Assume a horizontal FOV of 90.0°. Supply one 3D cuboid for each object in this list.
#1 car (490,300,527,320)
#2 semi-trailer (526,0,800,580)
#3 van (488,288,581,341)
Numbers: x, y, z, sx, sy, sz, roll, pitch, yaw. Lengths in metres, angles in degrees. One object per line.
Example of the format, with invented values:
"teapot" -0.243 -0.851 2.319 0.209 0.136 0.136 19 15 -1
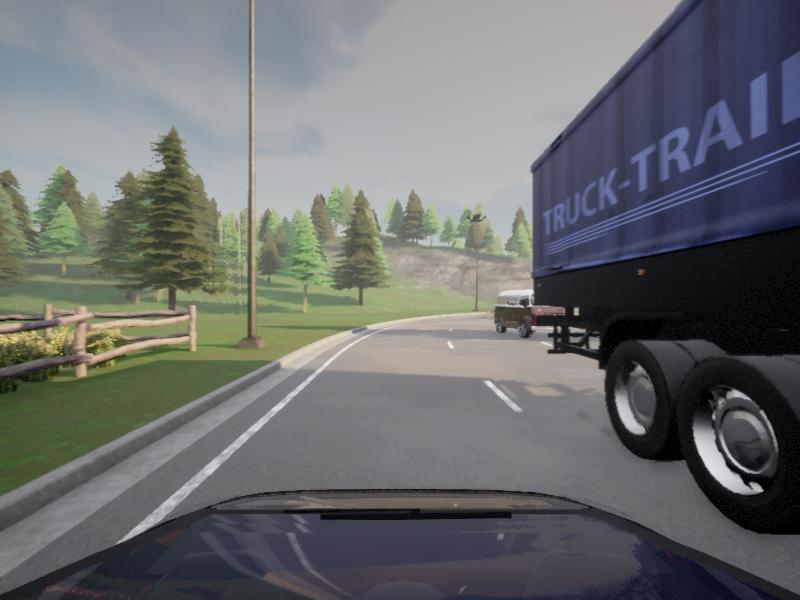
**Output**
"car" 9.391 0.817 34.220 1.882 1.535 5.008 0 0 30
"semi-trailer" 3.592 -0.621 0.267 2.717 4.402 14.254 0 0 1
"van" 5.656 0.571 17.590 2.069 2.038 4.480 0 0 -8
